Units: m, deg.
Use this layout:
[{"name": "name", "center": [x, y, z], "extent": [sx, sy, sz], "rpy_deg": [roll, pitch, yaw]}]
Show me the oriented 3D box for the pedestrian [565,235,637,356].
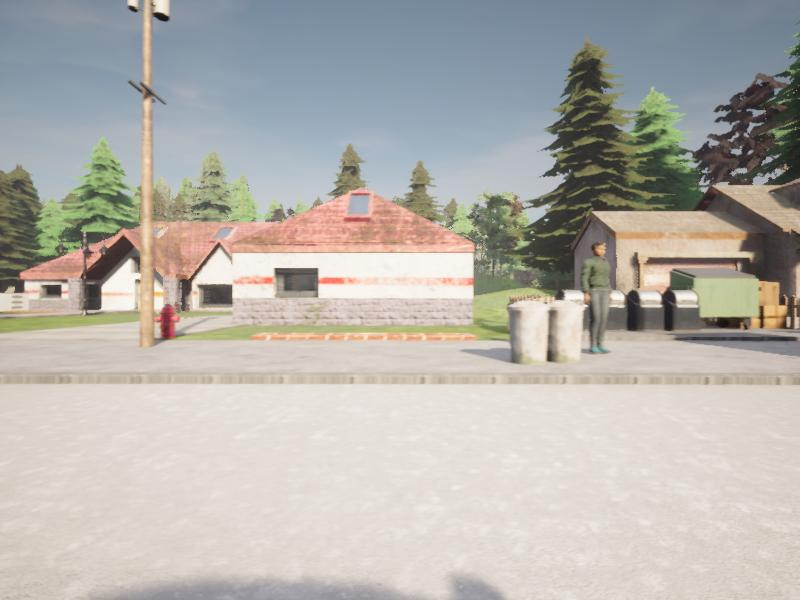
[{"name": "pedestrian", "center": [3.296, -0.064, 6.618], "extent": [0.751, 1.860, 0.751], "rpy_deg": [0, 0, -14]}]
